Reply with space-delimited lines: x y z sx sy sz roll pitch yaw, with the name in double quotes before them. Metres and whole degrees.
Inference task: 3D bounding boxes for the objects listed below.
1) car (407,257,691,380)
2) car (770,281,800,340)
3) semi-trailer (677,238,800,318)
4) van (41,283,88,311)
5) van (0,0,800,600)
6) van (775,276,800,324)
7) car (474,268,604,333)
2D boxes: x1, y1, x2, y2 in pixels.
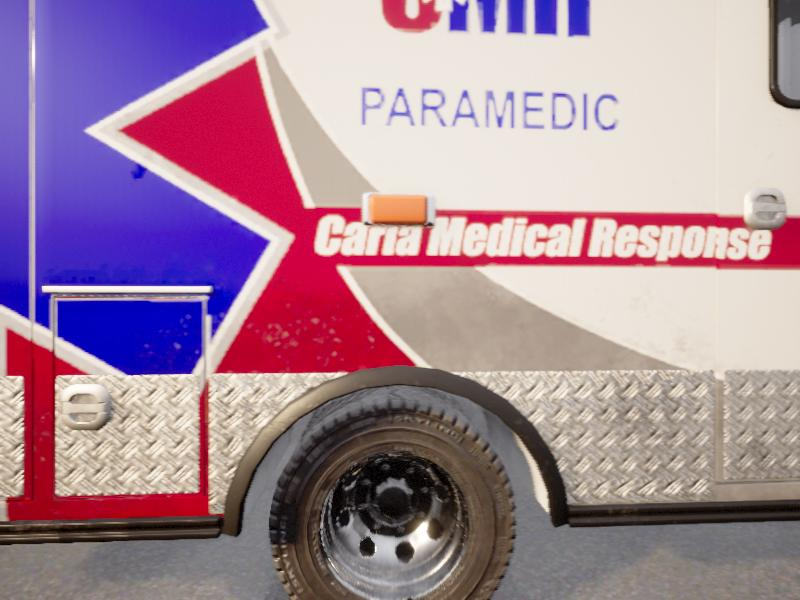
"car" 2.069 0.230 6.109 3.633 1.501 1.845 0 0 -11
"car" 10.797 0.269 9.564 1.816 1.474 4.193 0 0 28
"semi-trailer" 24.119 -1.189 27.081 2.717 4.402 14.254 1 0 8
"van" -31.356 -0.232 37.295 6.366 2.431 2.351 0 0 41
"van" 1.300 -0.220 2.248 6.366 2.431 2.351 0 0 -3
"van" 17.992 -0.009 16.716 2.069 2.038 4.480 0 -1 24
"car" 5.458 -0.017 15.204 5.566 2.045 2.150 0 2 -41
